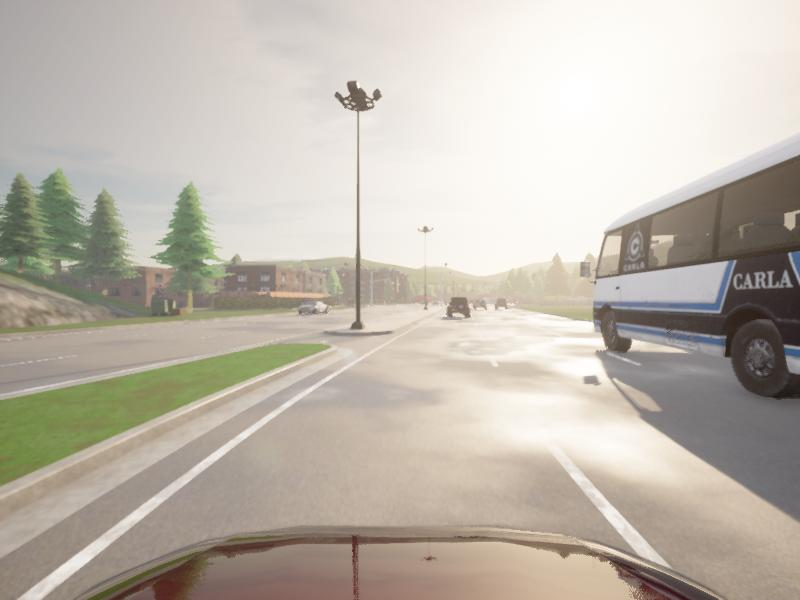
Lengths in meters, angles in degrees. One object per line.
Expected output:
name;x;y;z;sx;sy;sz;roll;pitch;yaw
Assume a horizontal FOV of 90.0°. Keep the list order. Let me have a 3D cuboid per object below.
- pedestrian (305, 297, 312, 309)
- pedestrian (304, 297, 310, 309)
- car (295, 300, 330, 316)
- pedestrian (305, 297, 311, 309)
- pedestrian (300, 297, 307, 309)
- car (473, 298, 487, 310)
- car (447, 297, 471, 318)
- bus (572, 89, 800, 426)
pedestrian;-14.869;0.466;65.123;0.751;1.860;0.751;0;0;17
pedestrian;-14.950;0.466;64.490;0.751;1.860;0.751;0;0;11
car;-9.344;0.817;43.081;2.038;1.542;4.974;0;0;9
pedestrian;-14.727;0.466;63.967;0.751;1.860;0.751;0;0;7
pedestrian;-15.105;0.467;62.668;0.751;1.860;0.751;0;0;12
car;12.691;0.637;63.499;1.932;1.855;4.605;0;0;9
car;5.394;0.636;36.970;1.905;1.878;3.866;0;0;3
bus;7.389;-0.535;8.533;3.944;4.253;10.273;0;0;6
